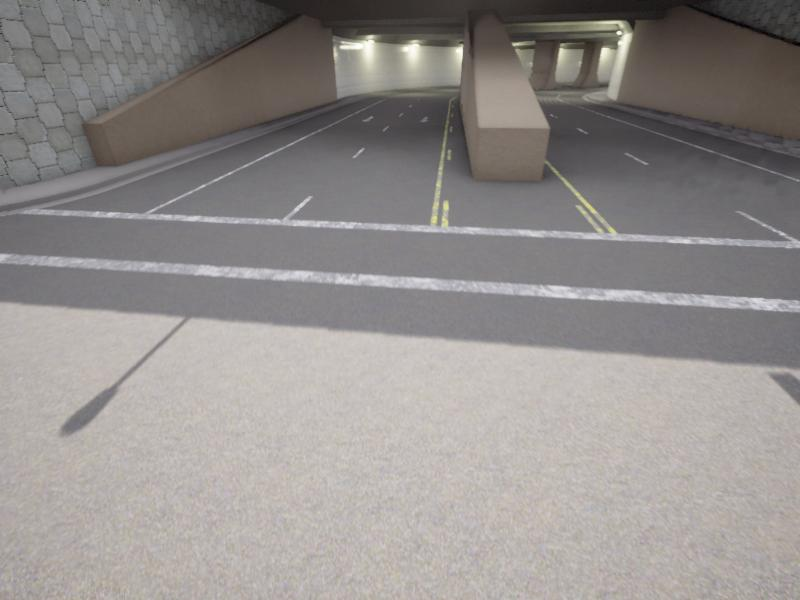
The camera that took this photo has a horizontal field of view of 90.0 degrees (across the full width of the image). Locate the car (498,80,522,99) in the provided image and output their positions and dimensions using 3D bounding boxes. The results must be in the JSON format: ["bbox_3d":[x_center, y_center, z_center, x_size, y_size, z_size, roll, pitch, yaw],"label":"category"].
[{"bbox_3d":[11.885,-22.775,43.181,2.152,1.651,5.027,8,31,14],"label":"car"}]
